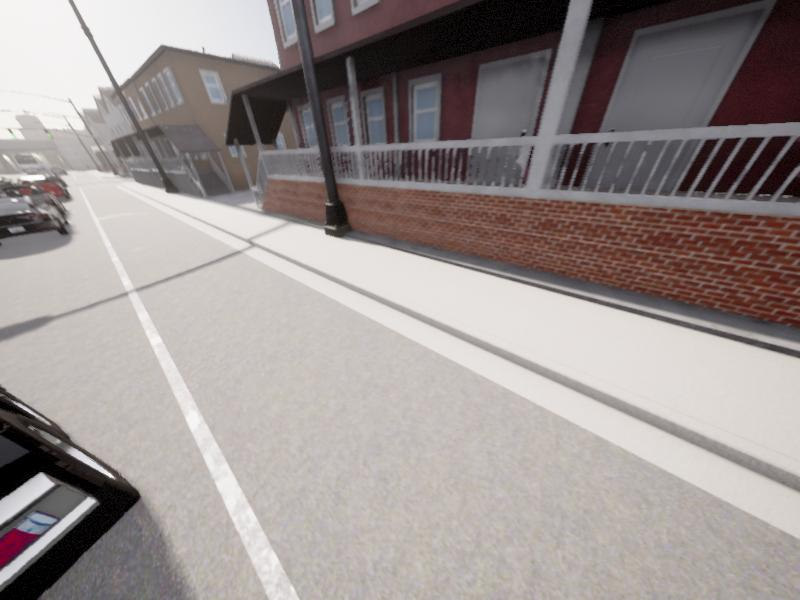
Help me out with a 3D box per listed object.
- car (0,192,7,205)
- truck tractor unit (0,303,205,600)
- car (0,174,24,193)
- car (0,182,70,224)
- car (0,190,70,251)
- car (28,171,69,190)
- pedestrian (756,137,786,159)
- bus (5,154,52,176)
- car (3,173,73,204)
[{"bbox_3d":[-31.506,-7.737,16.729,4.611,1.667,2.242,23,41,33],"label":"car"},{"bbox_3d":[-5.364,0.040,0.742,6.516,4.208,3.053,6,35,22],"label":"truck tractor unit"},{"bbox_3d":[-42.935,-12.416,24.696,4.902,1.511,2.128,22,41,33],"label":"car"},{"bbox_3d":[-20.021,-5.392,12.561,3.633,1.501,1.845,23,41,33],"label":"car"},{"bbox_3d":[-15.111,-3.318,9.184,4.674,1.442,1.812,23,41,33],"label":"car"},{"bbox_3d":[-40.321,-13.807,26.618,4.514,1.525,2.007,23,41,33],"label":"car"},{"bbox_3d":[38.890,-15.922,24.237,0.751,1.860,0.751,-10,34,-12],"label":"pedestrian"},{"bbox_3d":[-88.991,-32.579,55.688,10.273,4.253,3.944,23,41,33],"label":"bus"},{"bbox_3d":[-28.470,-8.954,18.371,4.611,1.667,2.242,23,41,33],"label":"car"}]
